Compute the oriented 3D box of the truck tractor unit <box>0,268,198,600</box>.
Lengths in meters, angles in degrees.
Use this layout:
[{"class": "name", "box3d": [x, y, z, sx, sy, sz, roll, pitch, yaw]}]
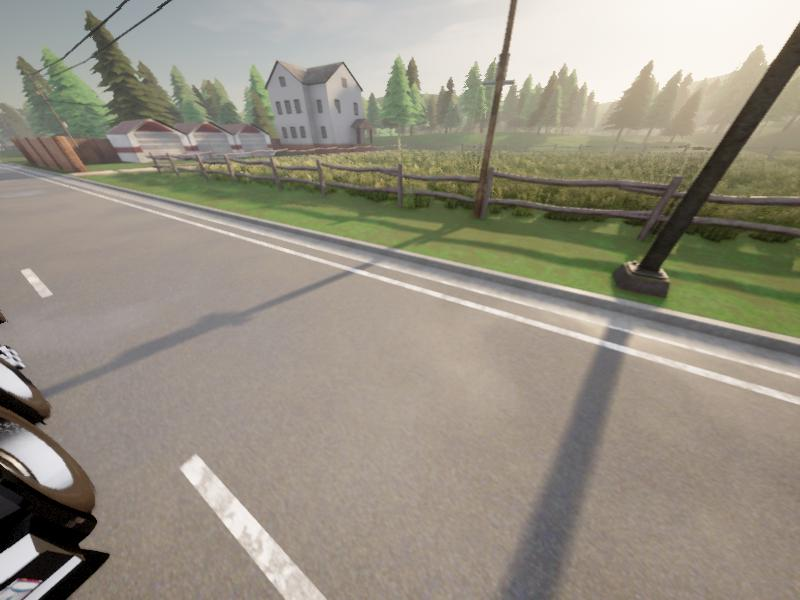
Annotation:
[{"class": "truck tractor unit", "box3d": [-5.116, -0.296, 0.767, 6.516, 4.208, 3.053, 18, 39, 24]}]
